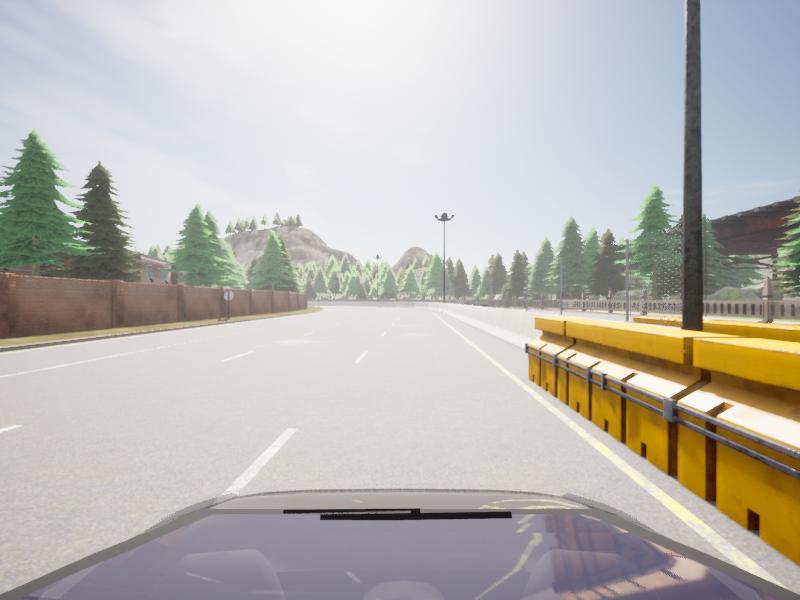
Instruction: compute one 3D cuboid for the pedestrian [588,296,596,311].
[{"bbox_3d":[23.392,0.449,48.763,0.751,1.860,0.751,0,0,5],"label":"pedestrian"}]
